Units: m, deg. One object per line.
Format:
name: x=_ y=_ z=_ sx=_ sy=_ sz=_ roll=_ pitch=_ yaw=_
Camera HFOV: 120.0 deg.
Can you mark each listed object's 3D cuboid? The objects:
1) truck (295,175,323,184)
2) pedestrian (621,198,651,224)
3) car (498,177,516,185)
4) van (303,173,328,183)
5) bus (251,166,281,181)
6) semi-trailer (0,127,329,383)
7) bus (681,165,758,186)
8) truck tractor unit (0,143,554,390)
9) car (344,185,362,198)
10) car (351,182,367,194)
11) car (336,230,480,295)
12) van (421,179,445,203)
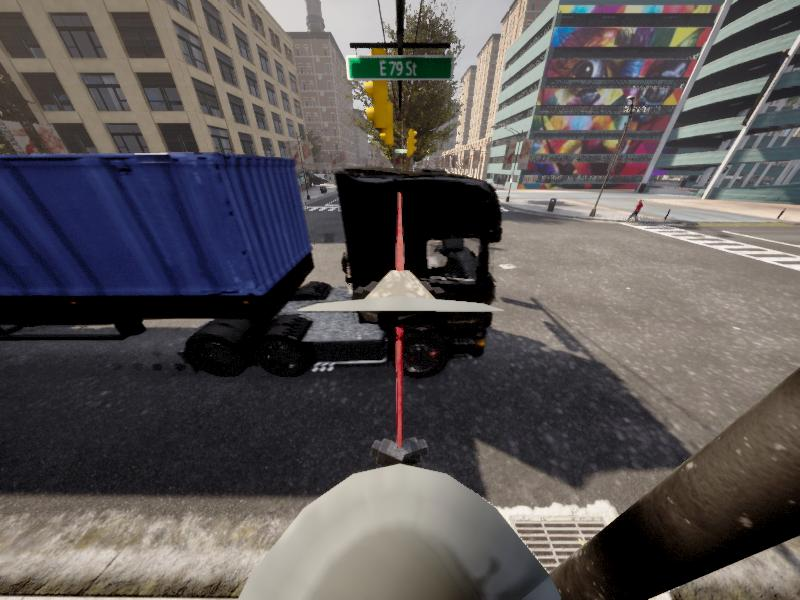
truck: x=-24.589 y=-32.674 z=62.500 sx=6.274 sy=2.098 sz=2.390 roll=0 pitch=30 yaw=-1
pedestrian: x=18.713 y=-7.077 z=18.350 sx=0.751 sy=1.860 sz=0.751 roll=-1 pitch=30 yaw=-1
car: x=27.196 y=-30.383 z=58.961 sx=2.161 sy=1.482 sz=4.786 roll=0 pitch=30 yaw=0
van: x=-23.913 y=-34.661 z=65.502 sx=5.915 sy=2.561 sz=1.988 roll=-1 pitch=30 yaw=-2
bus: x=-45.204 y=-43.136 z=78.470 sx=3.944 sy=4.253 sz=10.273 roll=0 pitch=30 yaw=0
semi-trailer: x=-9.380 y=-0.842 z=5.045 sx=14.254 sy=4.402 sz=2.717 roll=0 pitch=30 yaw=0
bus: x=78.734 y=-31.120 z=57.647 sx=3.944 sy=4.253 sz=10.273 roll=0 pitch=30 yaw=0
truck tractor unit: x=-1.466 y=-0.736 z=5.052 sx=6.516 sy=4.208 sz=3.053 roll=0 pitch=30 yaw=1
car: x=-7.151 y=-16.750 z=35.573 sx=1.812 sy=1.442 sz=4.674 roll=0 pitch=30 yaw=0
car: x=-7.178 y=-20.111 z=41.312 sx=2.007 sy=1.525 sz=4.514 roll=0 pitch=30 yaw=0
car: x=0.257 y=-1.464 z=8.664 sx=4.605 sy=1.855 sz=1.932 roll=0 pitch=30 yaw=1
van: x=4.314 y=-15.054 z=31.652 sx=2.351 sy=2.431 sz=6.366 roll=0 pitch=30 yaw=0
